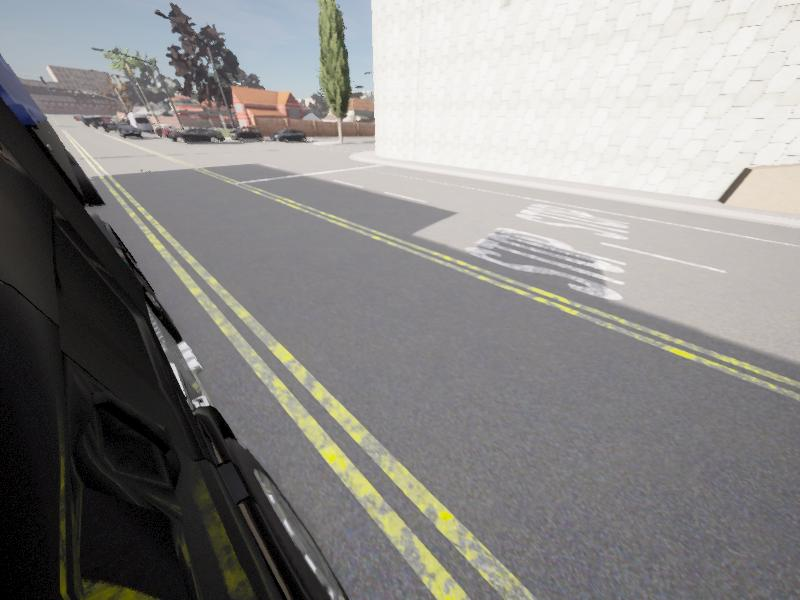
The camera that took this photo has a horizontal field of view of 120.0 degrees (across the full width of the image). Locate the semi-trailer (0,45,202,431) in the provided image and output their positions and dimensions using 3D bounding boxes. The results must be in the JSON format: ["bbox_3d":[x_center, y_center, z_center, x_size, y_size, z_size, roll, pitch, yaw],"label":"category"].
[{"bbox_3d":[-8.706,-3.573,4.258,14.254,4.402,2.717,28,44,30],"label":"semi-trailer"}]

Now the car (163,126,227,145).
[{"bbox_3d":[-21.861,-17.752,24.939,4.892,1.490,1.837,-18,42,-25],"label":"car"}]

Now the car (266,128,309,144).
[{"bbox_3d":[-14.699,-21.705,30.526,2.007,1.525,4.514,28,44,30],"label":"car"}]

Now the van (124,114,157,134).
[{"bbox_3d":[-43.248,-29.343,38.457,5.915,2.561,1.988,28,44,30],"label":"van"}]

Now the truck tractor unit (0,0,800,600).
[{"bbox_3d":[-2.645,-0.295,0.352,6.516,4.208,3.053,28,44,30],"label":"truck tractor unit"}]

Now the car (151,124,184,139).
[{"bbox_3d":[-31.013,-22.513,30.846,3.806,1.475,1.970,26,43,29],"label":"car"}]

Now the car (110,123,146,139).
[{"bbox_3d":[-34.509,-21.427,29.295,5.357,1.411,2.033,29,45,31],"label":"car"}]

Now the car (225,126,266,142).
[{"bbox_3d":[-19.891,-21.398,29.842,1.789,1.549,3.705,29,44,31],"label":"car"}]
